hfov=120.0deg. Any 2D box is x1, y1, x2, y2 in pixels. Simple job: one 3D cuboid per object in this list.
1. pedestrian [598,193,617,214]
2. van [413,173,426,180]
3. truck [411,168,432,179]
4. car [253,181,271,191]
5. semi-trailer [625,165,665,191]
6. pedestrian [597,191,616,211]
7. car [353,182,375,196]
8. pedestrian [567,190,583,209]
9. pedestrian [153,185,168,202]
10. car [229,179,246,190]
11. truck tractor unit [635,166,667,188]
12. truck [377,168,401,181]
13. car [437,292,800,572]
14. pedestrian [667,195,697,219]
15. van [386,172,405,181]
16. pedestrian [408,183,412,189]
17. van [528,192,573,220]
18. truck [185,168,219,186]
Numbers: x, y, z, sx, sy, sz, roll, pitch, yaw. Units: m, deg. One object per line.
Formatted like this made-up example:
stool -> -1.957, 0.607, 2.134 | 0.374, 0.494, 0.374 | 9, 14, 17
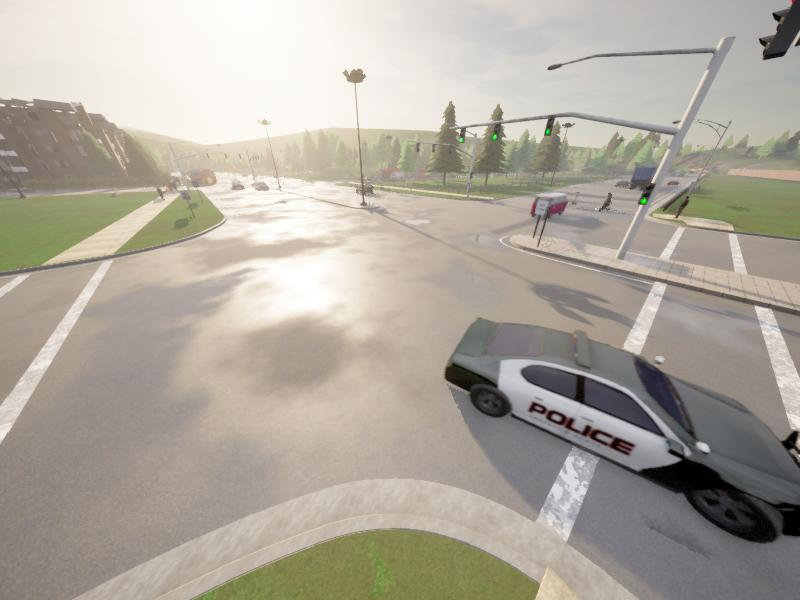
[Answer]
pedestrian -> 21.250, -9.935, 23.665 | 0.751, 1.860, 0.751 | 26, 39, 37
van -> 7.304, -46.116, 86.254 | 4.442, 1.987, 1.775 | -23, 37, -34
truck -> 8.427, -49.671, 90.576 | 8.468, 3.827, 2.891 | -23, 37, -34
car -> -27.983, -23.085, 46.846 | 1.837, 1.490, 4.892 | -22, 37, -34
semi-trailer -> 52.770, -26.344, 49.570 | 14.254, 4.402, 2.717 | -23, 37, -34
pedestrian -> 22.166, -10.583, 24.789 | 0.751, 1.860, 0.751 | -22, 37, -33
car -> -6.200, -19.113, 39.580 | 1.905, 1.878, 3.866 | -22, 37, -34
pedestrian -> 19.802, -11.349, 26.115 | 0.751, 1.860, 0.751 | 26, 39, 38
pedestrian -> -31.623, -14.068, 30.518 | 0.751, 1.860, 0.751 | -19, 35, -30
car -> -34.016, -24.142, 48.311 | 1.905, 1.878, 3.866 | -22, 37, -34
truck tractor unit -> 58.821, -28.816, 54.042 | 6.516, 4.208, 3.053 | -23, 37, -34
truck -> -3.701, -44.580, 81.756 | 8.468, 3.827, 2.891 | -23, 37, -34
car -> 3.434, 1.552, 4.088 | 4.974, 1.542, 2.038 | 17, 34, 27
pedestrian -> 24.624, -8.105, 20.191 | 0.751, 1.860, 0.751 | -3, 30, -5
van -> -1.429, -42.641, 79.795 | 6.366, 2.431, 2.351 | -23, 37, -34
pedestrian -> 2.063, -23.100, 46.923 | 0.500, 1.100, 0.500 | -20, 36, -31
van -> 14.397, -9.071, 22.092 | 4.442, 1.987, 1.775 | -23, 37, -34
truck -> -51.080, -32.017, 59.988 | 2.891, 3.827, 8.468 | -7, 31, -13
